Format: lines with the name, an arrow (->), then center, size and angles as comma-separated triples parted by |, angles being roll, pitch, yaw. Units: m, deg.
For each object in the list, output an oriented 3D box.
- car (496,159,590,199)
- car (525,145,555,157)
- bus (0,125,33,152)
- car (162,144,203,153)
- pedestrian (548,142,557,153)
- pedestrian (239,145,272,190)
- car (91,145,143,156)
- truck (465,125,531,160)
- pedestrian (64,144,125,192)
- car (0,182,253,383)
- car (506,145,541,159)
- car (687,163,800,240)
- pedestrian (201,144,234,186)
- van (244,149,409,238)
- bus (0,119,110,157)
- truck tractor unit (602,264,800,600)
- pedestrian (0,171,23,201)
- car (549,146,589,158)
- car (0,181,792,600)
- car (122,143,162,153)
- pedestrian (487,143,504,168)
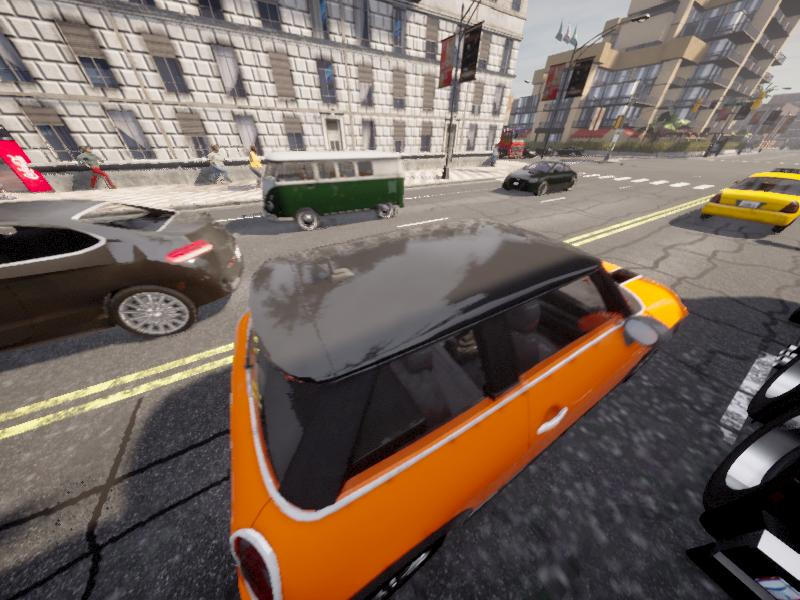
car -> 7.486, -6.492, 12.183 | 4.181, 1.385, 1.994 | -18, 39, -24
car -> 23.887, -25.516, 39.477 | 1.789, 1.549, 3.705 | -18, 39, -25
bus -> -81.165, -32.185, 45.882 | 3.944, 4.253, 10.273 | -18, 39, -24
car -> -40.966, -28.714, 43.714 | 5.357, 1.411, 2.033 | -18, 39, -24
pedestrian -> 30.804, -30.897, 46.683 | 0.751, 1.860, 0.751 | -11, 36, -15
pedestrian -> -7.037, -6.487, 11.327 | 0.751, 1.860, 0.751 | -22, 40, -28
car -> -43.734, -23.177, 35.824 | 4.718, 1.301, 1.895 | -18, 39, -24
truck -> 13.932, -23.193, 34.074 | 2.891, 3.827, 8.468 | -18, 39, -25
pedestrian -> -14.204, -6.182, 10.834 | 0.751, 1.860, 0.751 | -14, 37, -20
car -> -5.017, -0.292, 2.961 | 5.027, 1.651, 2.152 | -16, 38, -22
car -> 18.265, -22.030, 34.380 | 1.851, 1.617, 3.988 | -18, 39, -25
car -> 12.434, -3.550, 7.811 | 5.366, 1.575, 1.801 | -18, 39, -25
pedestrian -> -9.706, -7.240, 12.388 | 0.751, 1.860, 0.751 | -18, 39, -25
van -> -2.088, -3.587, 7.399 | 4.442, 1.987, 1.775 | -17, 39, -24
bus -> -52.349, -23.938, 34.261 | 10.273, 4.253, 3.944 | -18, 39, -25
truck tractor unit -> 5.111, -0.301, 0.781 | 6.516, 4.208, 3.053 | -18, 39, -24
pedestrian -> -16.151, -4.610, 9.226 | 0.500, 1.100, 0.500 | 0, 35, -1
car -> 28.365, -25.069, 38.923 | 1.837, 1.490, 4.892 | -18, 39, -25
car -> 0.853, 0.097, 2.298 | 4.553, 1.767, 2.097 | -18, 39, -24
car -> -48.351, -28.640, 43.434 | 4.514, 1.525, 2.007 | -18, 39, -24
pedestrian -> 8.615, -13.063, 20.893 | 0.751, 1.860, 0.751 | -18, 39, -24
